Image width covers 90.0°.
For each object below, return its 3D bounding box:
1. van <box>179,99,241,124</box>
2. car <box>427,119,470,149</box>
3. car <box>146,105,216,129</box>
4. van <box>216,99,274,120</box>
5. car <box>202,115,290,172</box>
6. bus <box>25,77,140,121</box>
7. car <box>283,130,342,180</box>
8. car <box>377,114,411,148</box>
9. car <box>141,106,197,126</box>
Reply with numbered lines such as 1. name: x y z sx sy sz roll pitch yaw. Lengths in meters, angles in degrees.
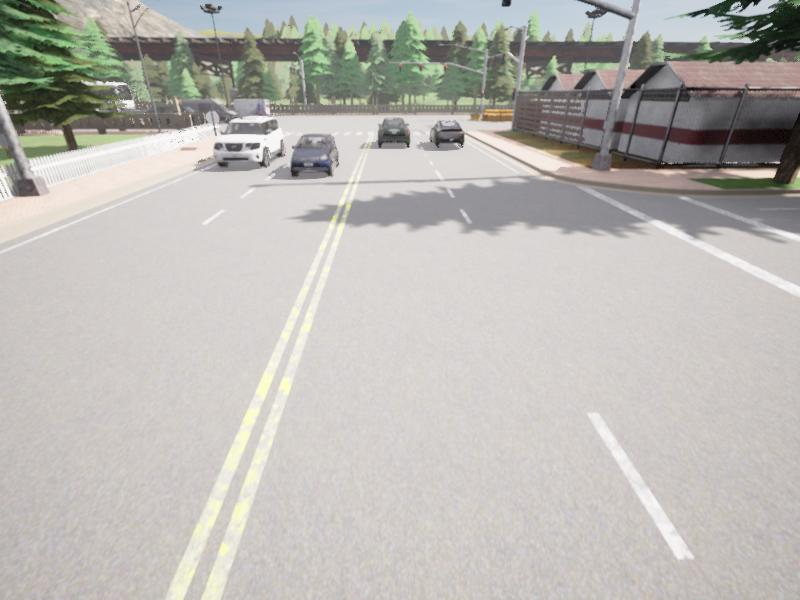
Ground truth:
1. van: -22.051 -22.009 46.669 5.915 2.561 1.988 -1 27 -3
2. car: 3.099 -11.130 26.646 2.128 1.511 4.902 -1 27 -2
3. car: -22.048 -18.585 40.547 5.566 2.045 2.150 -2 27 -3
4. van: -20.424 -25.193 52.995 6.366 2.431 2.351 -1 27 -3
5. car: -7.197 -7.786 19.538 2.150 2.045 5.566 -1 27 -1
6. bus: -40.256 -25.772 51.302 10.273 4.253 3.944 2 27 -4
7. car: -3.614 -6.311 17.209 1.789 1.549 3.705 -1 27 -1
8. car: -0.424 -11.485 27.027 2.097 1.767 4.553 -1 27 -1
9. car: -25.035 -20.040 43.547 4.605 1.855 1.932 -1 27 -3
